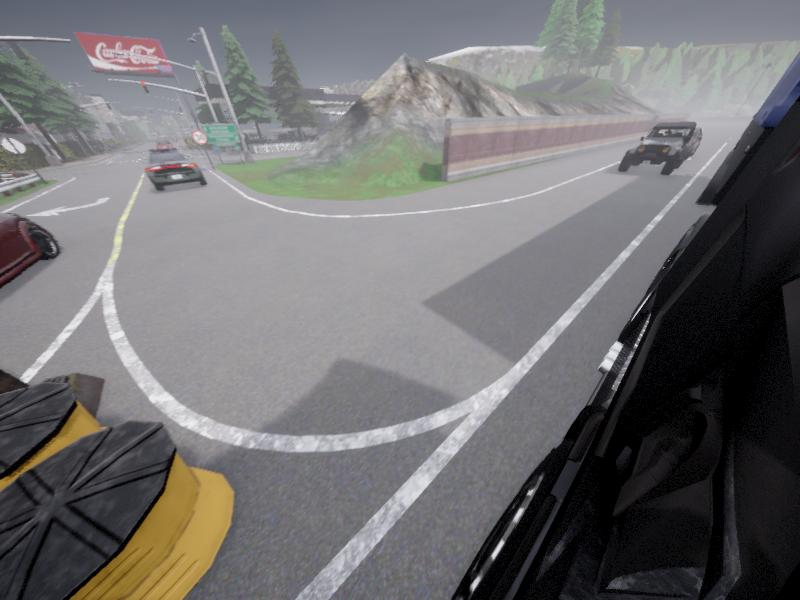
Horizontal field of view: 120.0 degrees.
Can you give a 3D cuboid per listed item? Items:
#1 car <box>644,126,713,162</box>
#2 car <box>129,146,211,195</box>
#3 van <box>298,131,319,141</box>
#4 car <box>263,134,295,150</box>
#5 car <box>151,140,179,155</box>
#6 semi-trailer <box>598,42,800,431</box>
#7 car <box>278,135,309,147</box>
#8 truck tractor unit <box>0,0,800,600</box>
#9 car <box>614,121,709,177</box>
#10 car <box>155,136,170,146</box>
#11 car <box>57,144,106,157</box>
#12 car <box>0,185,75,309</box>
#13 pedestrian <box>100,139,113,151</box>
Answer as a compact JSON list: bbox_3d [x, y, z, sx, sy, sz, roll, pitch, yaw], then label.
[{"bbox_3d":[17.009,-9.570,14.109,3.705,1.549,1.789,-28,44,-30],"label":"car"},{"bbox_3d":[-11.368,-6.640,11.531,2.038,1.542,4.974,-28,44,-30],"label":"car"},{"bbox_3d":[-24.228,-43.532,61.298,4.480,2.038,2.069,-28,44,-30],"label":"van"},{"bbox_3d":[-19.296,-25.368,36.966,3.866,1.878,1.905,-28,44,-30],"label":"car"},{"bbox_3d":[-34.528,-22.468,33.965,2.242,1.667,4.611,-27,43,-31],"label":"car"},{"bbox_3d":[8.695,-3.597,4.244,14.254,4.402,2.717,-28,44,-30],"label":"semi-trailer"},{"bbox_3d":[-19.656,-29.501,42.770,4.611,1.667,2.242,-28,44,-30],"label":"car"},{"bbox_3d":[2.645,-0.295,0.351,6.516,4.208,3.053,-28,44,-30],"label":"truck tractor unit"},{"bbox_3d":[12.486,-7.307,11.074,3.866,1.878,1.905,-28,44,-30],"label":"car"},{"bbox_3d":[-65.580,-43.827,63.746,2.150,2.045,5.566,-28,44,-30],"label":"car"},{"bbox_3d":[-56.260,-26.521,40.937,1.837,1.490,4.892,27,46,33],"label":"car"},{"bbox_3d":[-7.882,-0.513,3.544,1.994,1.385,4.181,-22,42,-24],"label":"car"},{"bbox_3d":[-56.844,-30.011,44.728,0.751,1.860,0.751,24,44,31],"label":"pedestrian"}]
